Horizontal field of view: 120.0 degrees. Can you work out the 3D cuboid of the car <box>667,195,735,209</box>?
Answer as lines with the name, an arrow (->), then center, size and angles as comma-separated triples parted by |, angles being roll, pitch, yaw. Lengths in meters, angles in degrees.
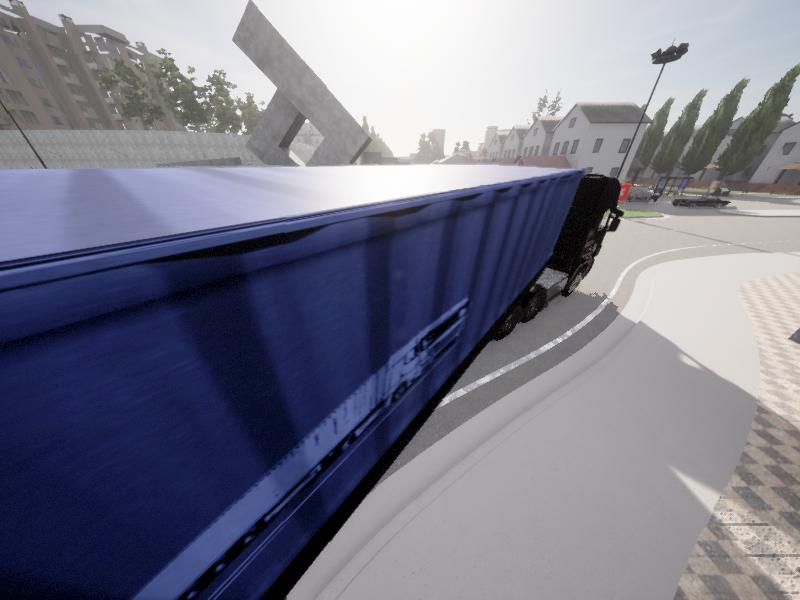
car -> 34.409, -11.271, 26.537 | 4.718, 1.301, 1.895 | 0, 30, 1

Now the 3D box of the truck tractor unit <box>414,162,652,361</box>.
truck tractor unit -> 4.022, -1.893, 7.360 | 6.516, 4.208, 3.053 | -20, 36, -31

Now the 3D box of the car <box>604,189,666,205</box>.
car -> 30.094, -13.317, 29.734 | 5.238, 1.638, 1.930 | 2, 30, 4

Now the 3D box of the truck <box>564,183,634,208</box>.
truck -> 23.317, -12.481, 27.442 | 5.204, 2.467, 2.627 | 5, 31, 10

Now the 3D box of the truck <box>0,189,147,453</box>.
truck -> -10.715, 0.130, 4.260 | 8.468, 3.827, 2.891 | 6, 30, 10

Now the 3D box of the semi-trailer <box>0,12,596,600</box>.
semi-trailer -> -1.391, 0.916, 2.356 | 2.717, 4.402, 14.254 | 26, 39, 33
